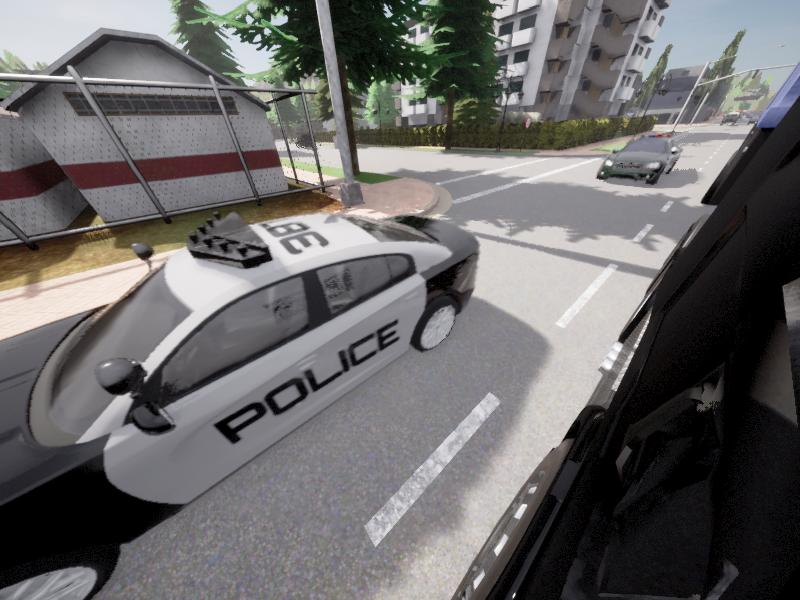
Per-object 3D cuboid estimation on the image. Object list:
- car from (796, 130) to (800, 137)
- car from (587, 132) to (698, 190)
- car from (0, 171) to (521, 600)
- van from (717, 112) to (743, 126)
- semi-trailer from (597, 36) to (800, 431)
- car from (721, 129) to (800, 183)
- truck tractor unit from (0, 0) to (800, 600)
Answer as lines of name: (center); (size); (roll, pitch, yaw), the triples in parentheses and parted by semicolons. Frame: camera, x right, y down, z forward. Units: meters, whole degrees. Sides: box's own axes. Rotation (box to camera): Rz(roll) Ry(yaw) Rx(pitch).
car: (39.550, -16.261, 21.567); (5.366, 1.575, 1.801); (-28, 44, -30)
car: (10.393, -6.096, 9.862); (4.974, 1.542, 2.038); (-28, 44, -30)
car: (-1.356, 0.154, 2.152); (5.238, 1.638, 1.930); (-28, 44, -30)
van: (63.251, -34.639, 44.255); (4.480, 2.038, 2.069); (-28, 44, -30)
semi-trailer: (8.729, -3.585, 4.195); (14.254, 4.402, 2.717); (-28, 43, -29)
car: (15.513, -6.060, 9.551); (3.806, 1.475, 1.970); (-28, 43, -30)
truck tractor unit: (2.645, -0.295, 0.351); (6.516, 4.208, 3.053); (-28, 44, -30)
